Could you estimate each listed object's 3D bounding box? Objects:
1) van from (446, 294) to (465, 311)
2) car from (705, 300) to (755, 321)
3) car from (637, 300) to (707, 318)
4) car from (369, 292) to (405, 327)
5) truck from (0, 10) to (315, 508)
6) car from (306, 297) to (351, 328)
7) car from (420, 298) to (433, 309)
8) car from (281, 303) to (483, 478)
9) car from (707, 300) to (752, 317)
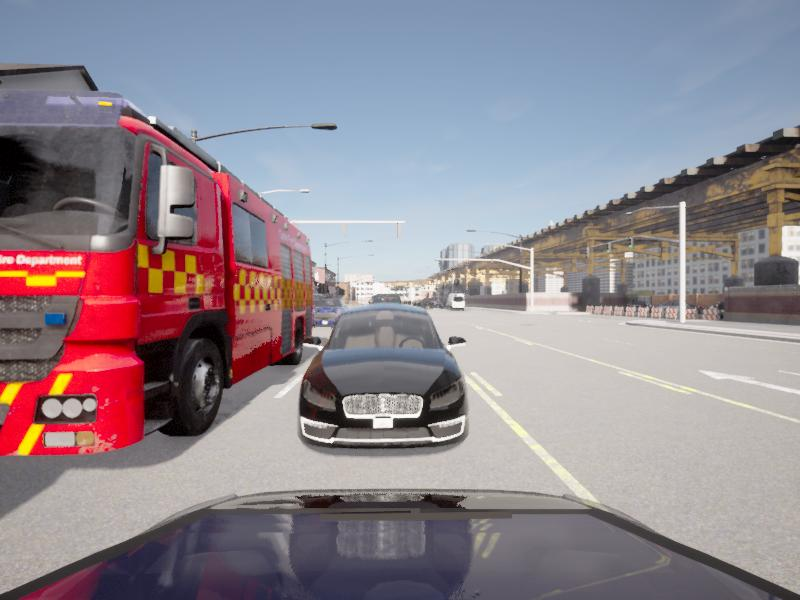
[{"bbox_3d":[8.586,0.323,62.194,1.988,2.561,5.915,0,0,-2],"label":"van"},{"bbox_3d":[26.240,0.796,32.028,2.038,1.542,4.974,0,0,27],"label":"car"},{"bbox_3d":[25.288,0.796,37.368,2.038,1.542,4.974,0,0,-38],"label":"car"},{"bbox_3d":[-0.844,0.569,26.636,2.150,2.045,5.566,0,0,-2],"label":"car"},{"bbox_3d":[-3.762,-0.324,7.291,2.891,3.827,8.468,0,0,-2],"label":"truck"},{"bbox_3d":[-4.291,0.699,24.806,2.097,1.767,4.553,0,0,-2],"label":"car"},{"bbox_3d":[4.760,0.654,72.833,1.905,1.878,3.866,0,0,-2],"label":"car"},{"bbox_3d":[-0.220,0.842,6.099,1.837,1.490,4.892,0,1,-2],"label":"car"},{"bbox_3d":[26.264,0.639,32.075,1.853,1.218,4.536,0,0,27],"label":"car"}]
